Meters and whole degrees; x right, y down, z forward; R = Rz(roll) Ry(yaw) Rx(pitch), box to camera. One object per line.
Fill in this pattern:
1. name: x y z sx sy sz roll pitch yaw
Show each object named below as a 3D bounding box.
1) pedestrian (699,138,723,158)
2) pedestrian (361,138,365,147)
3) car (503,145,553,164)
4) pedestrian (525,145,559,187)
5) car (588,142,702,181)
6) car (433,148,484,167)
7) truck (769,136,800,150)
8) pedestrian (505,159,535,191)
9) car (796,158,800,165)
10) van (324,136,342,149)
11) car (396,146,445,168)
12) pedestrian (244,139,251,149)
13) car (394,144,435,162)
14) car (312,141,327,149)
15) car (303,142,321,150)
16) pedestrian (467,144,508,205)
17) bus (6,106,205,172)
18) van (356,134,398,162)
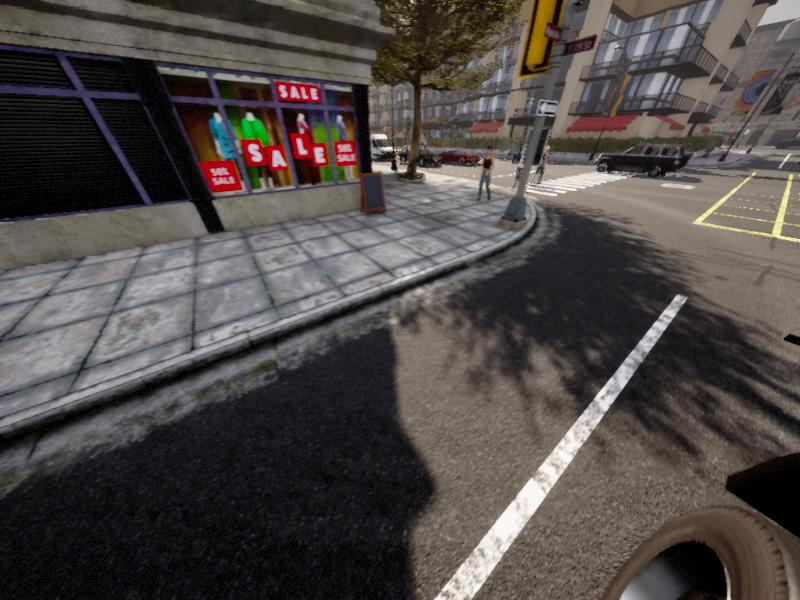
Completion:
1. pedestrian: 35.035 -17.162 26.026 0.751 1.860 0.751 -22 41 -28
2. pedestrian: -9.343 -39.808 58.523 0.751 1.860 0.751 -21 40 -27
3. car: 13.160 -15.090 23.914 1.970 1.475 3.806 -22 41 -28
4. pedestrian: 7.478 -7.083 12.233 0.751 1.860 0.751 -20 40 -25
5. car: 16.048 -9.440 15.529 1.932 1.855 4.605 -22 41 -28
6. car: 5.584 -14.169 22.830 1.895 1.301 4.718 -22 41 -28
7. truck: 72.554 -28.136 41.362 2.390 2.098 6.274 -12 37 -16
8. pedestrian: 6.004 -6.324 11.654 0.751 1.300 0.751 -20 39 -25
9. car: 39.230 -13.451 21.437 5.357 1.411 2.033 -22 41 -28
10. van: -16.927 -39.823 58.321 1.988 2.561 5.915 -22 41 -28
11. car: 1.819 -13.806 22.175 1.837 1.490 4.892 -22 41 -28
12. pedestrian: -34.887 -35.656 52.854 0.751 1.860 0.751 -28 43 -33
13. car: 1.587 -17.510 27.356 1.801 1.575 5.366 -22 41 -28
14. car: -19.955 -38.356 57.177 1.837 1.490 4.892 -22 41 -28
15. car: -19.752 -34.713 51.997 2.128 1.511 4.902 -22 41 -28
16. pedestrian: 3.182 -4.631 8.528 0.751 1.860 0.751 -23 41 -29
17. bus: -25.620 -15.035 21.762 10.273 4.253 3.944 -22 41 -28
18. van: -2.771 -17.933 27.162 1.988 2.561 5.915 -22 41 -28
